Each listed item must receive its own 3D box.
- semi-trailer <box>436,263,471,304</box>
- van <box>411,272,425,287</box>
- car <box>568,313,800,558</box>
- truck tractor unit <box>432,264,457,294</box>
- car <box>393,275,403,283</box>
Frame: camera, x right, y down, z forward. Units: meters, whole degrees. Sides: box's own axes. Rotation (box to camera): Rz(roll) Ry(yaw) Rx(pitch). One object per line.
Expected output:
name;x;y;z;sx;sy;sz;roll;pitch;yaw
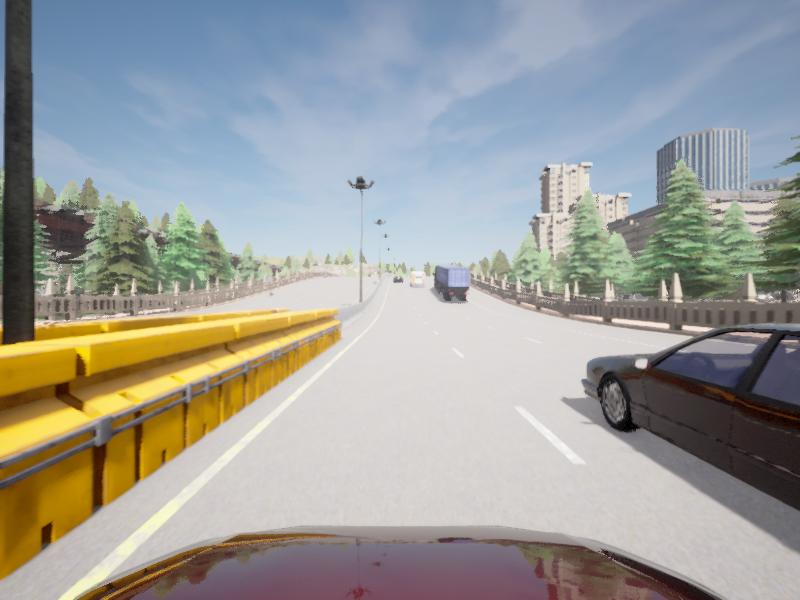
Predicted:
semi-trailer;6.811;-2.547;53.456;2.717;4.402;14.254;0;7;0
van;3.202;-3.805;72.981;2.351;2.431;6.366;0;7;0
car;3.503;0.896;3.248;2.033;1.411;5.357;0;0;0
truck tractor unit;6.758;-3.362;61.328;3.053;4.208;6.516;0;7;0
car;-0.350;-4.413;82.364;1.970;1.475;3.806;0;7;0
